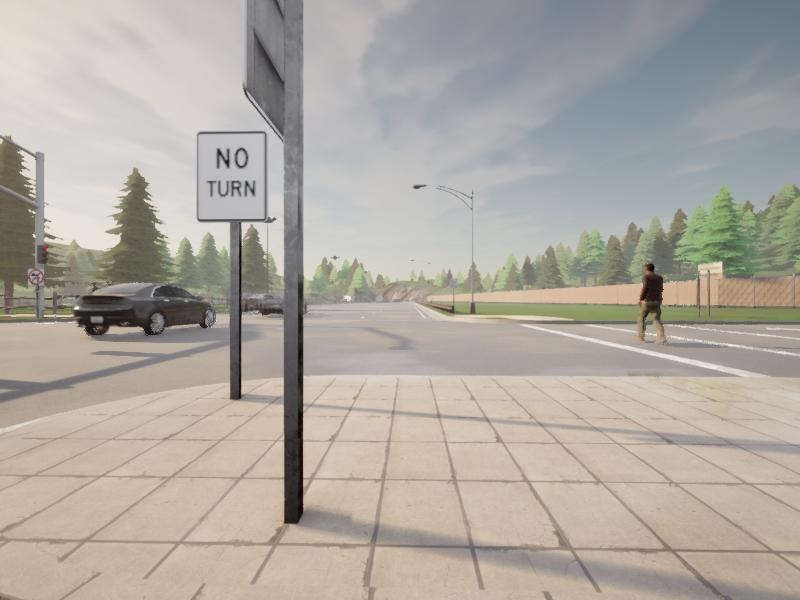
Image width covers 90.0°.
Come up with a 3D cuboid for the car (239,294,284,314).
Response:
[{"bbox_3d":[-10.681,0.269,31.229,1.812,1.442,4.674,0,0,1],"label":"car"}]

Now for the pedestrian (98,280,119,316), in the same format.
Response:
[{"bbox_3d":[-15.363,-0.115,21.125,0.751,1.860,0.751,0,0,-24],"label":"pedestrian"}]

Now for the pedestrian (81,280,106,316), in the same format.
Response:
[{"bbox_3d":[-16.354,-0.115,21.365,0.751,1.860,0.751,0,0,-1],"label":"pedestrian"}]

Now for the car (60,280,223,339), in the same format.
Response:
[{"bbox_3d":[-7.587,0.244,12.495,1.837,1.490,4.892,0,0,1],"label":"car"}]

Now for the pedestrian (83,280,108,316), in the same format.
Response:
[{"bbox_3d":[-15.889,-0.115,20.872,0.751,1.860,0.751,0,0,10],"label":"pedestrian"}]

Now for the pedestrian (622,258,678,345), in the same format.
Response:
[{"bbox_3d":[5.604,0.037,9.005,0.751,1.860,0.751,0,0,-5],"label":"pedestrian"}]

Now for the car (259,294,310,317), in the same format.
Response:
[{"bbox_3d":[-7.297,0.308,25.663,1.994,1.385,4.181,0,0,1],"label":"car"}]
